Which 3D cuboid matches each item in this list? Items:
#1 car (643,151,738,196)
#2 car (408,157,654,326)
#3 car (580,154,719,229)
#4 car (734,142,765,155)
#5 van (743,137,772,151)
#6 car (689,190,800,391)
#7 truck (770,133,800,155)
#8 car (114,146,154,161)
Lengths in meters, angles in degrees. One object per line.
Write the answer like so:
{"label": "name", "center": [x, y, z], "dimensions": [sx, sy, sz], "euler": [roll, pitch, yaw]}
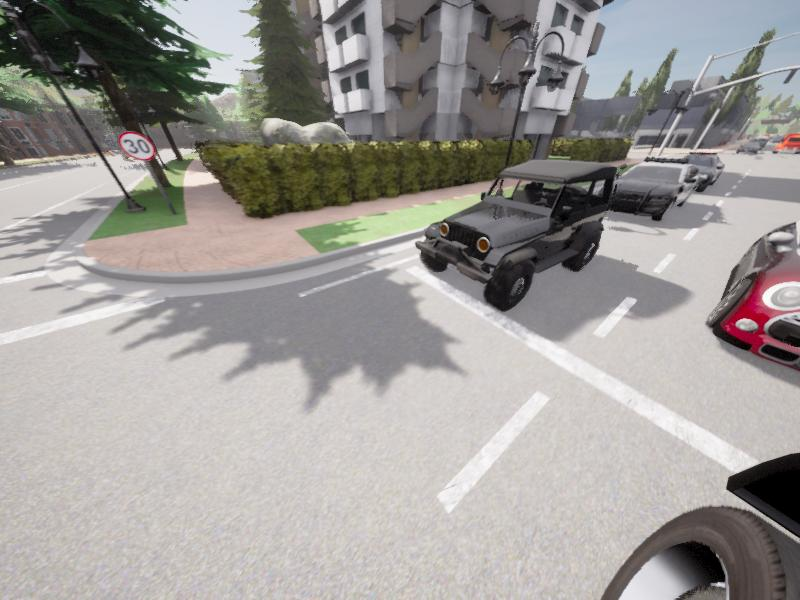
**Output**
{"label": "car", "center": [15.228, -6.775, 12.079], "dimensions": [4.974, 1.542, 2.038], "euler": [-23, 41, -29]}
{"label": "car", "center": [2.306, -1.469, 4.342], "dimensions": [3.866, 1.878, 1.905], "euler": [-21, 40, -27]}
{"label": "car", "center": [9.023, -4.144, 8.301], "dimensions": [5.238, 1.638, 1.930], "euler": [-23, 41, -29]}
{"label": "car", "center": [50.982, -22.156, 33.694], "dimensions": [4.674, 1.442, 1.812], "euler": [-23, 41, -29]}
{"label": "van", "center": [64.642, -28.286, 41.774], "dimensions": [4.480, 2.038, 2.069], "euler": [-23, 41, -29]}
{"label": "car", "center": [5.928, -0.218, 2.896], "dimensions": [3.806, 1.475, 1.970], "euler": [-23, 41, -29]}
{"label": "truck", "center": [56.451, -22.424, 33.139], "dimensions": [5.204, 2.467, 2.627], "euler": [-23, 41, -29]}
{"label": "car", "center": [-33.911, -18.840, 29.642], "dimensions": [2.033, 1.411, 5.357], "euler": [-19, 39, -25]}
